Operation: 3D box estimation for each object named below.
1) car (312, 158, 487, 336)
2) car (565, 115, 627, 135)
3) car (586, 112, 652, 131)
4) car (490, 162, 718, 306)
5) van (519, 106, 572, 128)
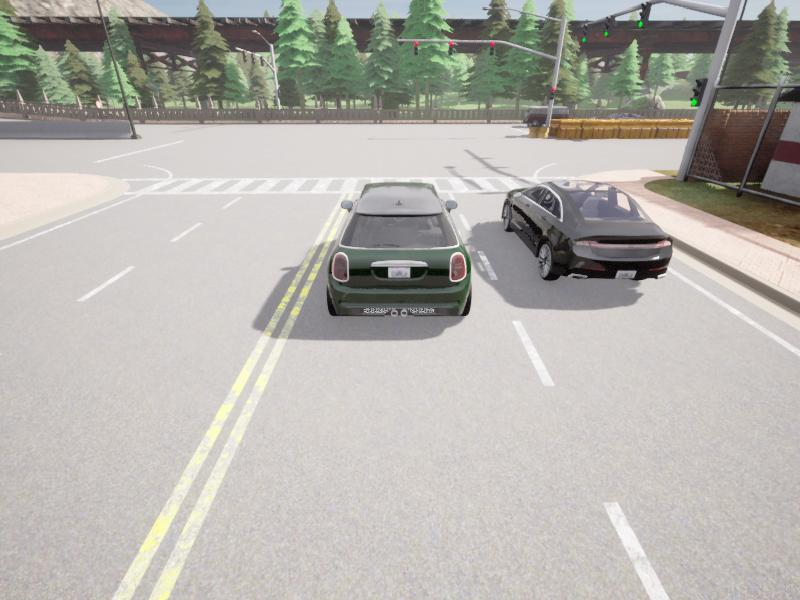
[{"bbox_3d":[-0.013,-1.318,7.219,2.097,1.767,4.553,0,27,0],"label":"car"},{"bbox_3d":[16.945,-15.224,34.763,4.181,1.385,1.994,-1,27,-2],"label":"car"},{"bbox_3d":[20.690,-16.944,37.957,4.902,1.511,2.128,-1,27,-2],"label":"car"},{"bbox_3d":[3.489,-1.694,8.262,2.128,1.511,4.902,0,27,0],"label":"car"},{"bbox_3d":[14.743,-18.666,40.788,4.442,1.987,1.775,-1,27,-2],"label":"van"}]
